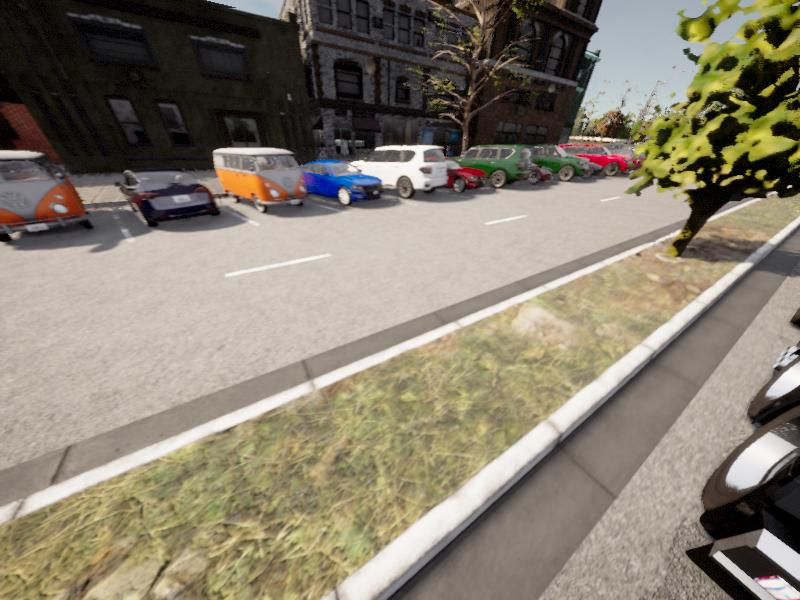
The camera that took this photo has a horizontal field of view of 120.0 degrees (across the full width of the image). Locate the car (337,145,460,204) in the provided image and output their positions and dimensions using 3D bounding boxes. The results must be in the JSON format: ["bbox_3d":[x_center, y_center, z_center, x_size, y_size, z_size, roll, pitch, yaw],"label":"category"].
[{"bbox_3d":[-0.267,-6.484,11.521,5.566,2.045,2.435,25,42,32],"label":"car"}]

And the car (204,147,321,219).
[{"bbox_3d":[-5.381,-4.746,9.008,4.442,1.987,1.878,25,41,32],"label":"car"}]

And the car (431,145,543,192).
[{"bbox_3d":[4.958,-8.151,13.975,5.566,2.045,2.435,25,42,32],"label":"car"}]

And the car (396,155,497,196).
[{"bbox_3d":[2.369,-7.103,12.880,5.008,1.535,2.097,26,41,32],"label":"car"}]

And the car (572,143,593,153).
[{"bbox_3d":[36.507,-30.448,46.240,2.231,1.521,4.892,27,42,33],"label":"car"}]

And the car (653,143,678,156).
[{"bbox_3d":[54.919,-31.139,47.888,2.435,2.045,5.566,27,41,32],"label":"car"}]

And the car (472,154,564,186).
[{"bbox_3d":[7.621,-8.735,15.335,4.792,1.488,2.163,26,41,32],"label":"car"}]

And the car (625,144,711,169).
[{"bbox_3d":[28.549,-15.649,24.995,5.566,2.045,2.435,26,42,33],"label":"car"}]

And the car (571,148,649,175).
[{"bbox_3d":[18.080,-12.189,20.145,4.553,1.767,2.185,26,42,33],"label":"car"}]

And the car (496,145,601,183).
[{"bbox_3d":[10.236,-9.803,16.407,5.566,2.045,2.435,26,41,32],"label":"car"}]

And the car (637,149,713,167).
[{"bbox_3d":[31.068,-16.348,26.441,5.366,1.575,1.946,26,42,33],"label":"car"}]

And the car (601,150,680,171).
[{"bbox_3d":[23.307,-13.762,22.685,5.008,1.535,2.097,26,41,33],"label":"car"}]

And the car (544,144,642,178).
[{"bbox_3d":[15.468,-11.469,18.861,5.566,2.045,2.435,26,41,32],"label":"car"}]

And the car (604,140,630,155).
[{"bbox_3d":[39.356,-27.670,41.831,2.435,2.045,5.566,27,42,32],"label":"car"}]

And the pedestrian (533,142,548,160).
[{"bbox_3d":[17.651,-18.757,29.054,0.751,1.860,0.751,-19,39,-28],"label":"pedestrian"}]

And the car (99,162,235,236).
[{"bbox_3d":[-8.115,-3.748,7.992,4.792,1.488,2.163,25,42,32],"label":"car"}]

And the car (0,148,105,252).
[{"bbox_3d":[-10.614,-3.070,6.539,4.442,1.987,1.878,25,41,32],"label":"car"}]

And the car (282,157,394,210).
[{"bbox_3d":[-2.858,-5.436,10.425,5.008,1.535,2.097,26,41,32],"label":"car"}]

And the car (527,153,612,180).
[{"bbox_3d":[12.850,-10.403,17.790,4.792,1.488,2.163,26,41,33],"label":"car"}]

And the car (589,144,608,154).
[{"bbox_3d":[37.936,-28.930,44.141,2.002,1.452,4.674,27,42,32],"label":"car"}]

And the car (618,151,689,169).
[{"bbox_3d":[25.945,-14.563,23.930,4.674,1.452,2.002,26,42,33],"label":"car"}]

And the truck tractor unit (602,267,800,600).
[{"bbox_3d":[5.115,-0.294,0.783,6.516,4.208,3.053,-18,39,-24],"label":"truck tractor unit"}]

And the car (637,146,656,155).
[{"bbox_3d":[53.448,-32.435,50.178,2.231,1.521,4.892,28,41,32],"label":"car"}]
